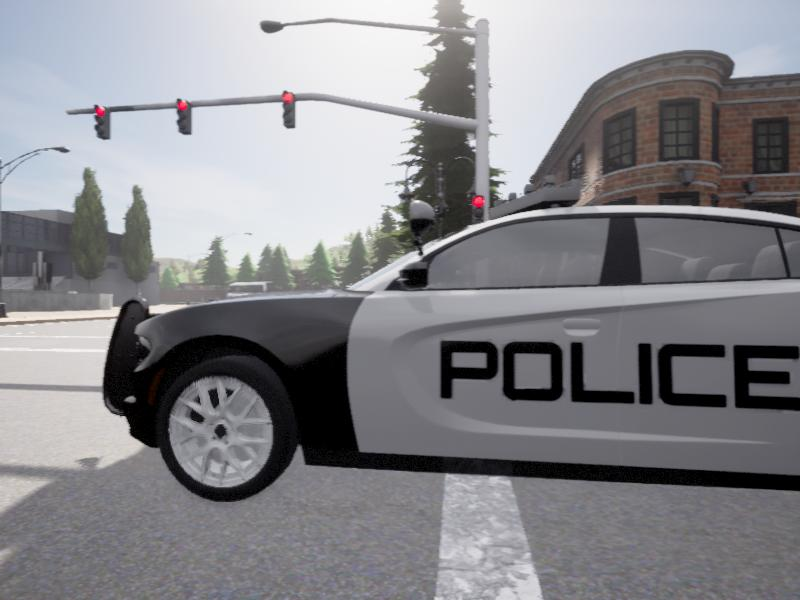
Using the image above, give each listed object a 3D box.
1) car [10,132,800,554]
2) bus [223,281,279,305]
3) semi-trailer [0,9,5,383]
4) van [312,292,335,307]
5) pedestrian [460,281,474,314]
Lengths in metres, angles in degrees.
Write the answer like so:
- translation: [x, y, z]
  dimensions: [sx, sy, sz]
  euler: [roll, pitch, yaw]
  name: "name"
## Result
- translation: [0.742, 0.166, 2.639]
  dimensions: [5.238, 1.638, 1.930]
  euler: [0, 0, 8]
  name: "car"
- translation: [-28.177, -1.197, 75.469]
  dimensions: [10.273, 4.253, 3.944]
  euler: [0, 0, 25]
  name: "bus"
- translation: [-11.945, -1.215, 4.368]
  dimensions: [14.254, 4.402, 2.717]
  euler: [0, 0, 8]
  name: "semi-trailer"
- translation: [-10.223, -0.050, 53.330]
  dimensions: [1.775, 1.987, 4.442]
  euler: [0, 0, -28]
  name: "van"
- translation: [3.934, -0.139, 23.477]
  dimensions: [0.751, 1.860, 0.751]
  euler: [0, 0, 6]
  name: "pedestrian"
